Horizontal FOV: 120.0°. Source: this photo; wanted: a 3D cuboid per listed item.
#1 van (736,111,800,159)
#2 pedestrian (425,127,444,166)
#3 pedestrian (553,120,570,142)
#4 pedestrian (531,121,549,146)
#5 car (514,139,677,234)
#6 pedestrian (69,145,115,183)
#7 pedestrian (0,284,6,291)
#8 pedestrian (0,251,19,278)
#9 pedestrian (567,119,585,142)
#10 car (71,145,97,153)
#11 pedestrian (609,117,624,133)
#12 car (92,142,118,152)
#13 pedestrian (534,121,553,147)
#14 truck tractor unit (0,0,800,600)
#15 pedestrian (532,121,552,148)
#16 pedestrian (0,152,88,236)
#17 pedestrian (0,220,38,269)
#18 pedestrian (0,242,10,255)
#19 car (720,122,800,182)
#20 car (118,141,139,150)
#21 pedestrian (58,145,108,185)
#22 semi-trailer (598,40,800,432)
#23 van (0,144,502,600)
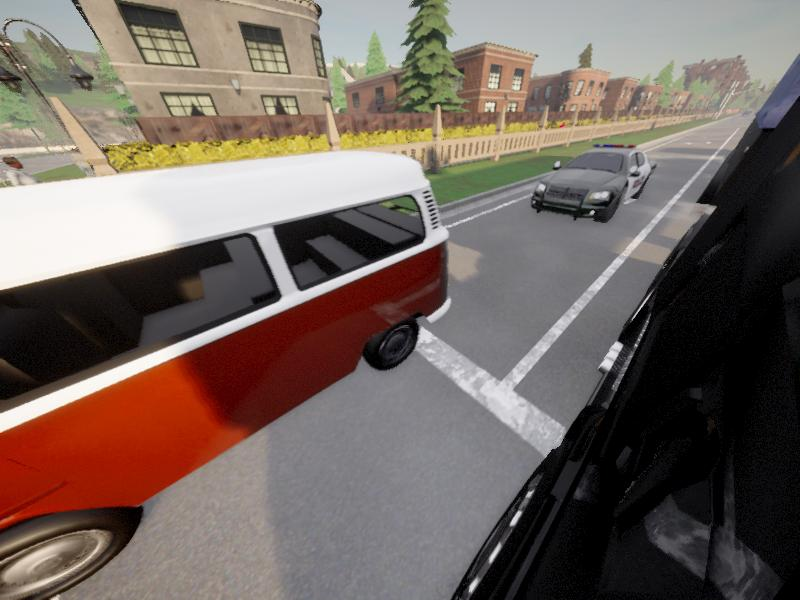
[{"bbox_3d":[21.681,-9.591,13.321,4.442,1.987,1.775,-28,44,-30],"label":"van"},{"bbox_3d":[2.028,-9.122,13.794,0.751,1.860,0.751,-23,41,-24],"label":"pedestrian"},{"bbox_3d":[16.916,-17.709,24.225,0.751,1.860,0.751,-28,44,-30],"label":"pedestrian"},{"bbox_3d":[13.244,-15.750,21.863,0.751,1.860,0.751,-29,44,-30],"label":"pedestrian"},{"bbox_3d":[5.853,-3.662,6.856,4.974,1.542,2.038,-29,44,-30],"label":"car"},{"bbox_3d":[-18.428,-8.195,13.901,0.751,1.860,0.751,-29,44,-30],"label":"pedestrian"},{"bbox_3d":[-7.265,-0.510,3.597,0.500,1.100,0.500,5,38,10],"label":"pedestrian"},{"bbox_3d":[-7.952,-0.913,4.177,0.500,1.100,0.500,-29,44,-30],"label":"pedestrian"},{"bbox_3d":[18.408,-17.775,24.215,0.751,1.860,0.751,-28,44,-30],"label":"pedestrian"},{"bbox_3d":[-77.521,-37.089,56.748,1.816,1.474,4.193,-16,39,-17],"label":"car"},{"bbox_3d":[31.379,-25.433,33.537,0.751,1.860,0.751,-28,44,-30],"label":"pedestrian"},{"bbox_3d":[-74.852,-38.921,58.681,1.932,1.855,4.605,-16,39,-17],"label":"car"},{"bbox_3d":[12.954,-15.009,20.898,0.751,1.860,0.751,-31,45,-32],"label":"pedestrian"},{"bbox_3d":[2.645,-0.295,0.351,6.516,4.208,3.053,-28,44,-30],"label":"truck tractor unit"},{"bbox_3d":[12.453,-14.486,20.236,0.751,1.860,0.751,-26,43,-27],"label":"pedestrian"},{"bbox_3d":[-9.665,-2.798,6.160,0.751,1.860,0.751,26,45,32],"label":"pedestrian"},{"bbox_3d":[-8.620,-1.517,4.390,0.751,1.860,0.751,-1,37,3],"label":"pedestrian"},{"bbox_3d":[-9.571,-1.626,4.597,0.751,1.860,0.751,-22,41,-23],"label":"pedestrian"},{"bbox_3d":[16.051,-6.413,9.780,5.027,1.651,2.152,-28,44,-30],"label":"car"},{"bbox_3d":[-72.922,-41.626,62.153,1.905,1.878,3.866,-16,39,-17],"label":"car"},{"bbox_3d":[-18.070,-7.720,13.247,0.751,1.860,0.751,-28,44,-30],"label":"pedestrian"},{"bbox_3d":[8.694,-3.620,4.215,14.254,4.402,2.717,-28,44,-30],"label":"semi-trailer"},{"bbox_3d":[-1.569,0.077,1.959,4.480,2.038,2.069,-27,43,-29],"label":"van"}]
